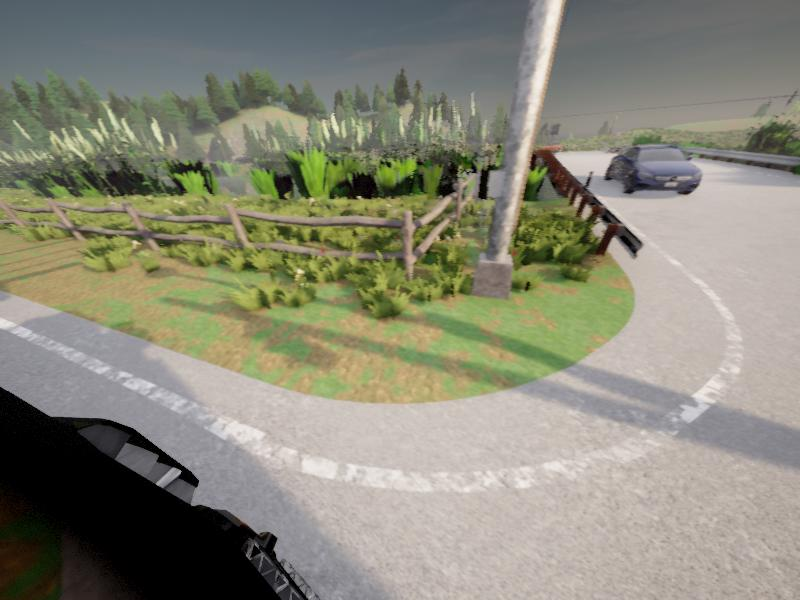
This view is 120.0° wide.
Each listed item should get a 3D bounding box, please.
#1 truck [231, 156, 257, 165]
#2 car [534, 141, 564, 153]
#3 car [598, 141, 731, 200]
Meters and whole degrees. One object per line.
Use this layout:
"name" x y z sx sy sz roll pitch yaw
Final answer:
"truck" -47.880 -43.050 71.095 6.274 2.098 2.390 5 34 12
"car" 29.337 -30.171 45.692 4.553 1.767 2.097 11 36 21
"car" 10.034 -5.409 9.367 1.812 1.442 4.674 11 39 20
